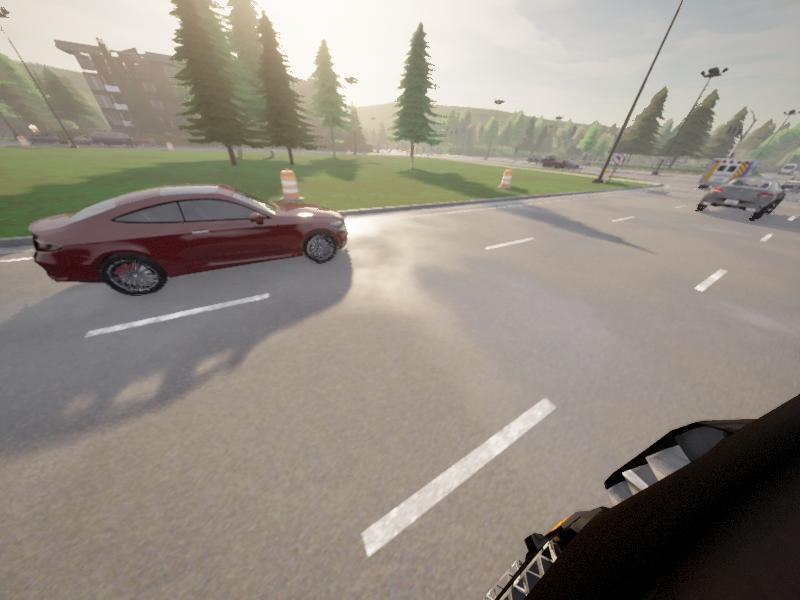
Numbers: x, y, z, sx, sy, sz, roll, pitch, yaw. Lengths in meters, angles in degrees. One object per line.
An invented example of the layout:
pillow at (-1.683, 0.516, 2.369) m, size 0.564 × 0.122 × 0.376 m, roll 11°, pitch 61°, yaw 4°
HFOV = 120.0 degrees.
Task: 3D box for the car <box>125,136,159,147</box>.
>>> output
car at (-48.981, -30.192, 43.912) m, size 3.705 × 1.549 × 1.789 m, roll -16°, pitch 38°, yaw -26°

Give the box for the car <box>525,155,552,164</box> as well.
car at (34.019, -34.643, 56.837) m, size 1.930 × 1.638 × 5.238 m, roll -16°, pitch 38°, yaw -25°

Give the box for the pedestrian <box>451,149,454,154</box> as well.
pedestrian at (20.187, -57.142, 88.878) m, size 0.751 × 1.860 × 0.751 m, roll 16°, pitch 36°, yaw 18°

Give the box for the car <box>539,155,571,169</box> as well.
car at (27.454, -24.504, 40.956) m, size 1.905 × 1.878 × 3.866 m, roll -16°, pitch 38°, yaw -25°

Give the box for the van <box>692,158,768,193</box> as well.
van at (30.777, -11.673, 21.545) m, size 6.366 × 2.431 × 2.351 m, roll -16°, pitch 38°, yaw -26°

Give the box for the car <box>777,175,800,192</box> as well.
car at (42.237, -12.255, 24.309) m, size 4.718 × 1.301 × 1.895 m, roll -16°, pitch 38°, yaw -26°

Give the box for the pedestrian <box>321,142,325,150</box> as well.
pedestrian at (-21.519, -43.119, 64.752) m, size 0.751 × 1.860 × 0.751 m, roll -11°, pitch 36°, yaw -19°

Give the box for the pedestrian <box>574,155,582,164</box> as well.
pedestrian at (46.274, -36.448, 59.955) m, size 0.751 × 1.860 × 0.751 m, roll -13°, pitch 37°, yaw -23°

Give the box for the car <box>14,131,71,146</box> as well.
car at (-53.701, -24.370, 34.814) m, size 3.988 × 1.617 × 1.851 m, roll -16°, pitch 38°, yaw -26°

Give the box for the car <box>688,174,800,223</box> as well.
car at (17.502, -5.281, 11.702) m, size 5.027 × 1.651 × 2.152 m, roll -16°, pitch 38°, yaw -26°

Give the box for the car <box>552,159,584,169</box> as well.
car at (30.664, -24.960, 42.351) m, size 1.994 × 1.385 × 4.181 m, roll -16°, pitch 38°, yaw -25°

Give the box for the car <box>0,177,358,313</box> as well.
car at (-3.409, -1.447, 4.534) m, size 4.674 × 1.442 × 1.812 m, roll -16°, pitch 38°, yaw -26°

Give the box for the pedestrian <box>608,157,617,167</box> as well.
pedestrian at (49.634, -32.271, 53.969) m, size 0.751 × 1.860 × 0.751 m, roll -13°, pitch 37°, yaw -23°

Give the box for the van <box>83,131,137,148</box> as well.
van at (-44.752, -24.831, 35.845) m, size 4.442 × 1.987 × 1.775 m, roll -16°, pitch 38°, yaw -26°

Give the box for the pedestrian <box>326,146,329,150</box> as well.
pedestrian at (-20.714, -43.374, 65.879) m, size 0.500 × 1.100 × 0.500 m, roll -15°, pitch 38°, yaw -25°
